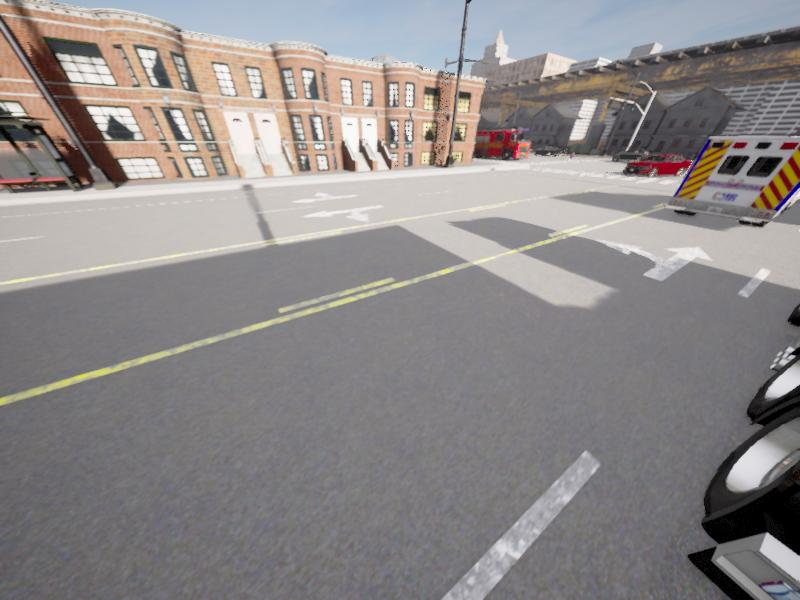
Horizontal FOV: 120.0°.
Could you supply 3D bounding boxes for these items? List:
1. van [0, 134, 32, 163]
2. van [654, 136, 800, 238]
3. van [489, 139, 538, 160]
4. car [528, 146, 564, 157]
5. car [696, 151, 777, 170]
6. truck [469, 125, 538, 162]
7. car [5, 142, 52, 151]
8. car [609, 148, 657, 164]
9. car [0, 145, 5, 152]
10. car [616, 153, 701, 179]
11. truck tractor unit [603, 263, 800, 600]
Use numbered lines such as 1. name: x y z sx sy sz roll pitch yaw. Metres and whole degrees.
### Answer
1. van: -44.320 -16.420 24.974 1.988 2.561 5.915 -18 39 -25
2. van: 12.615 -4.291 8.208 6.366 2.431 2.351 -18 39 -24
3. van: 17.112 -23.140 35.395 2.351 2.431 6.366 -18 39 -24
4. car: 25.638 -26.207 40.720 1.837 1.490 4.892 -18 39 -24
5. car: 36.509 -15.371 25.275 1.812 1.442 4.674 -18 39 -24
6. truck: 14.309 -22.442 33.137 2.891 3.827 8.468 -18 39 -24
7. car: -80.870 -33.617 50.440 4.902 1.511 2.128 -20 40 -25
8. car: 29.528 -18.367 29.420 1.789 1.549 3.705 -18 39 -24
9. car: -80.522 -29.095 43.839 5.238 1.638 1.930 -20 40 -25
10. car: 19.853 -10.391 17.847 5.008 1.535 1.882 -9 36 -14
11. truck tractor unit: 5.109 -0.299 0.805 6.516 4.208 3.053 -18 38 -25
